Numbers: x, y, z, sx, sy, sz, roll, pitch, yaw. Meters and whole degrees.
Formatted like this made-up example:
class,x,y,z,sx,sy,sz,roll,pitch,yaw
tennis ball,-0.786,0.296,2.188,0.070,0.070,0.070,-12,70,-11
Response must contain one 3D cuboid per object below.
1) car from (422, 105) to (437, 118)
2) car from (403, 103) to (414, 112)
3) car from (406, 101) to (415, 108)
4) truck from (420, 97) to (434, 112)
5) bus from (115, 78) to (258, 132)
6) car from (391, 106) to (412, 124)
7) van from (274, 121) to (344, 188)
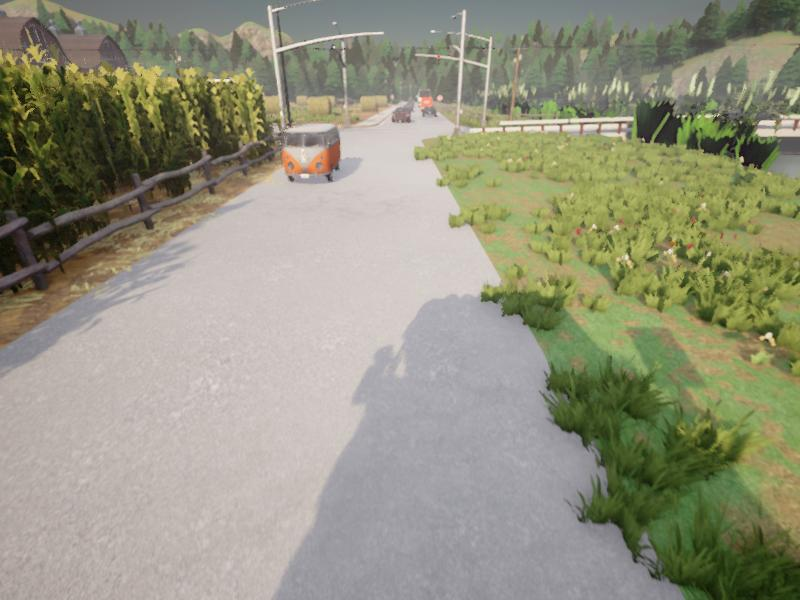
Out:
class,x,y,z,sx,sy,sz,roll,pitch,yaw
car,4.531,-29.124,61.627,2.152,1.651,5.027,1,27,2
car,1.654,-36.994,76.955,2.163,1.488,4.792,1,27,2
car,2.685,-50.013,102.378,2.033,1.411,5.357,1,27,2
truck,5.287,-39.083,79.935,2.627,2.467,5.204,1,27,2
bus,-19.245,-17.967,36.945,10.273,4.253,3.944,0,27,-1
car,0.239,-21.692,46.816,2.097,1.767,4.553,2,27,5
van,-3.450,-5.954,16.042,1.775,1.987,4.442,0,27,-1
